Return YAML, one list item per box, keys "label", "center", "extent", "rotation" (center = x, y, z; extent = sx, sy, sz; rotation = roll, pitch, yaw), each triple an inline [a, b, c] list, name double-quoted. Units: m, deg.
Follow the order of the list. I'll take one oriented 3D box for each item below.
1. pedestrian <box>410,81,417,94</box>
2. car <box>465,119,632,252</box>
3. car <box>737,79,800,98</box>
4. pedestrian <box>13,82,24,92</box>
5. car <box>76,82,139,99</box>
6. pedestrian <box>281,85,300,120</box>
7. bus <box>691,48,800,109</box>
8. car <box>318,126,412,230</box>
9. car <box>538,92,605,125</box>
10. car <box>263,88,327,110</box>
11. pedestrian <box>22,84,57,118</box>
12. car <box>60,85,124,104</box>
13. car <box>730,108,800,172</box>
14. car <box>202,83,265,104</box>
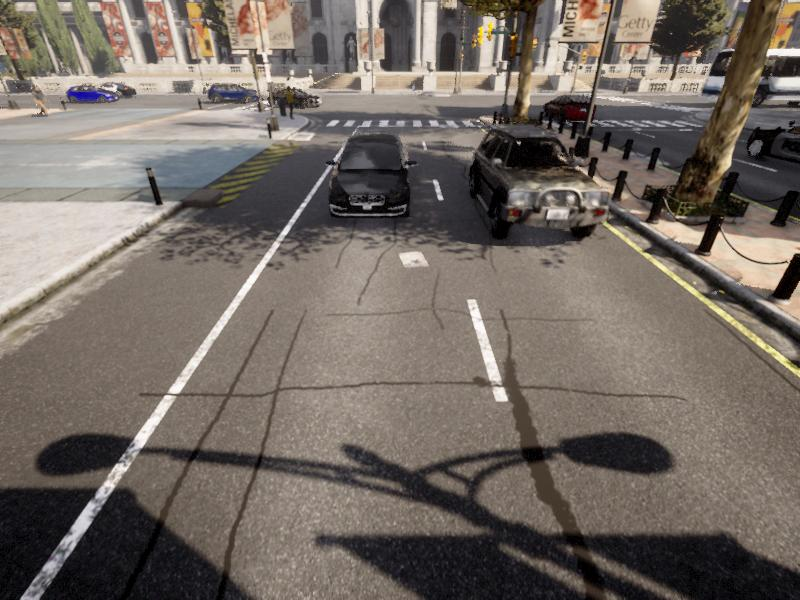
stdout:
- label: "pedestrian"
  center: [1.614, -25.580, 48.105]
  extent: [0.751, 1.300, 0.751]
  rotation: [1, 30, 2]
- label: "car"
  center: [2.824, -2.834, 8.994]
  extent: [1.932, 1.855, 4.605]
  rotation: [0, 30, 0]
- label: "car"
  center: [36.738, -21.115, 39.970]
  extent: [3.988, 1.617, 1.851]
  rotation: [0, 30, 0]
- label: "pedestrian"
  center: [-47.611, -26.524, 49.903]
  extent: [0.500, 1.100, 0.500]
  rotation: [-1, 30, -1]
- label: "car"
  center: [-31.633, -22.775, 43.384]
  extent: [4.974, 1.542, 2.038]
  rotation: [0, 30, 0]
- label: "pedestrian"
  center: [-6.675, -12.038, 24.392]
  extent: [0.751, 1.860, 0.751]
  rotation: [0, 30, -1]
- label: "bus"
  center: [31.579, -18.552, 33.525]
  extent: [10.273, 4.253, 3.944]
  rotation: [0, 30, 0]
- label: "car"
  center: [-0.677, -3.357, 10.261]
  extent: [1.837, 1.490, 4.892]
  rotation: [0, 30, 0]
- label: "car"
  center: [10.784, -12.314, 25.594]
  extent: [2.163, 1.488, 4.792]
  rotation: [0, 30, -1]
- label: "car"
  center: [-8.677, -16.713, 33.146]
  extent: [4.674, 1.442, 1.812]
  rotation: [10, 31, 16]
- label: "pedestrian"
  center: [-22.708, -12.539, 25.244]
  extent: [0.751, 1.860, 0.751]
  rotation: [5, 31, 8]
- label: "car"
  center: [-28.691, -19.207, 37.374]
  extent: [4.193, 1.474, 1.816]
  rotation: [0, 30, 0]
- label: "car"
  center: [14.280, -5.322, 13.481]
  extent: [1.930, 1.638, 5.238]
  rotation: [0, 31, 0]
- label: "car"
  center: [-15.426, -19.247, 37.297]
  extent: [4.856, 1.649, 2.033]
  rotation: [0, 30, 0]
